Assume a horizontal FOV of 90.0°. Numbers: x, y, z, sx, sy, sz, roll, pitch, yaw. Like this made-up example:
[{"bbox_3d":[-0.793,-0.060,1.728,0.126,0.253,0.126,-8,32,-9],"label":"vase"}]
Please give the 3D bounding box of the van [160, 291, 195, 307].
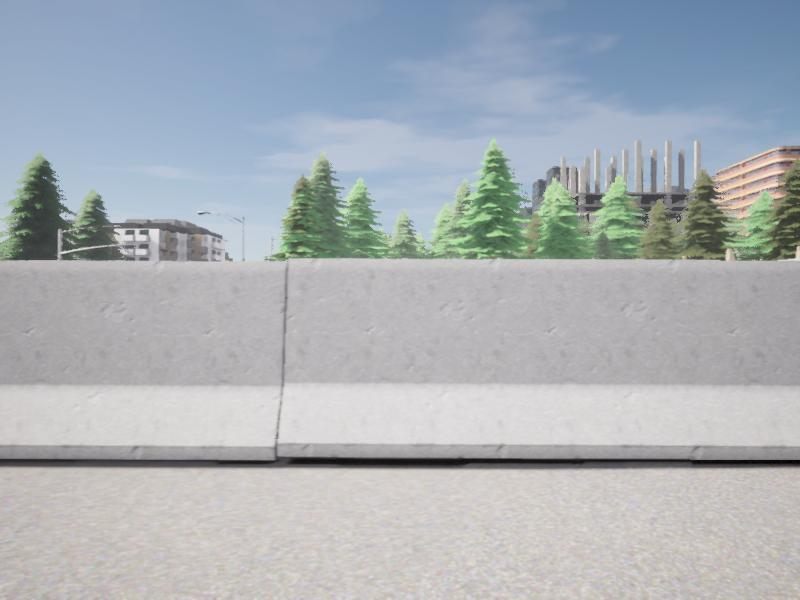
[{"bbox_3d":[-29.381,-0.133,53.013,2.069,2.038,4.480,0,0,2],"label":"van"}]
